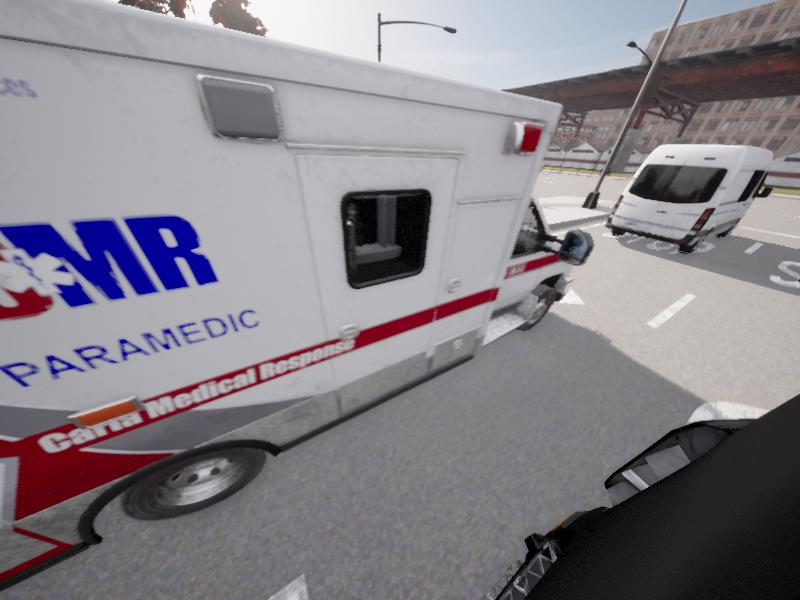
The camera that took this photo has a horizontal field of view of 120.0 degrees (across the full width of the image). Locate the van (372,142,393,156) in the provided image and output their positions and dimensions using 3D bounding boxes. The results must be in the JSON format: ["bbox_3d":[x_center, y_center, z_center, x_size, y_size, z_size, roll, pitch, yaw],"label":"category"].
[{"bbox_3d":[-4.294,-36.610,55.981,2.351,2.431,6.366,-16,39,-26],"label":"van"}]

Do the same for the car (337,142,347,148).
[{"bbox_3d":[-19.513,-52.095,77.632,1.801,1.575,5.366,-16,39,-26],"label":"car"}]

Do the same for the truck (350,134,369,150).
[{"bbox_3d":[-12.954,-50.281,73.636,2.891,3.827,8.468,-16,39,-26],"label":"truck"}]

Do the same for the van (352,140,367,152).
[{"bbox_3d":[-11.642,-44.342,66.299,1.988,2.561,5.915,-16,39,-26],"label":"van"}]

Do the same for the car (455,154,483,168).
[{"bbox_3d":[10.483,-21.169,35.183,1.789,1.549,3.705,-16,38,-26],"label":"car"}]

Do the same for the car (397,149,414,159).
[{"bbox_3d":[1.106,-30.656,48.551,1.789,1.549,3.705,-16,39,-26],"label":"car"}]

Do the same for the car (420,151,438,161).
[{"bbox_3d":[5.951,-29.650,47.509,1.845,1.501,3.633,-16,39,-26],"label":"car"}]

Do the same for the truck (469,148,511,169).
[{"bbox_3d":[13.859,-22.065,35.993,2.627,2.467,5.204,-16,39,-26],"label":"truck"}]

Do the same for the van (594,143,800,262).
[{"bbox_3d":[9.389,-3.278,7.328,5.915,2.561,1.988,-16,38,-25],"label":"van"}]

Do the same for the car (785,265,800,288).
[{"bbox_3d":[10.643,-0.950,4.837,3.633,1.501,1.845,-15,38,-25],"label":"car"}]

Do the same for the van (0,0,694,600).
[{"bbox_3d":[-0.556,-0.417,2.340,6.366,2.431,2.351,-16,38,-26],"label":"van"}]
